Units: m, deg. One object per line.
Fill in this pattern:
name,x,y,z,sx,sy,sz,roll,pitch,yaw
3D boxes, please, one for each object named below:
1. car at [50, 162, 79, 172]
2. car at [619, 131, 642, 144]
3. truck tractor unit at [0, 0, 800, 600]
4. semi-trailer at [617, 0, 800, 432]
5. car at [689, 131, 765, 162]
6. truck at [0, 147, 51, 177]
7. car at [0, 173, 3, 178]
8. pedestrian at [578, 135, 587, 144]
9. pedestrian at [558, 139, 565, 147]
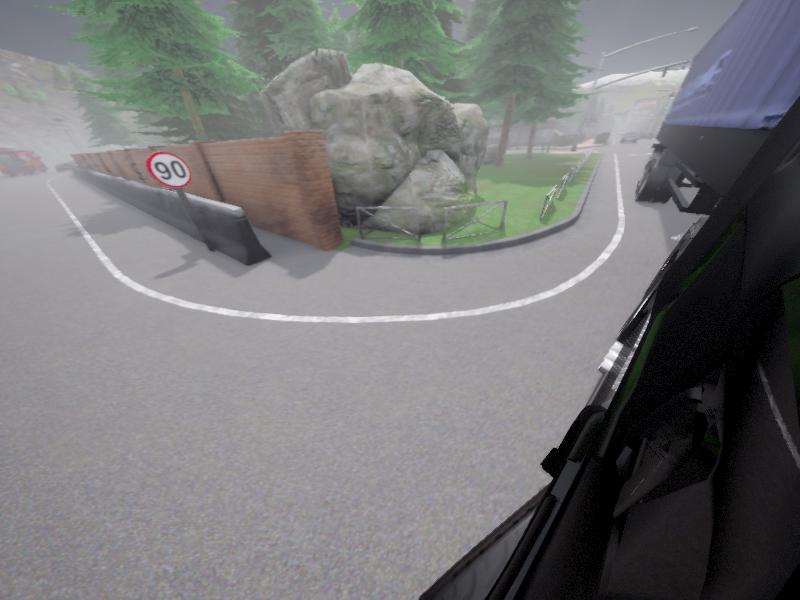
car,-63.676,-25.324,43.940,1.994,1.385,4.181,-26,41,-30
car,37.801,-26.695,37.960,2.033,1.649,4.856,21,41,31
truck tractor unit,2.645,-0.295,0.351,6.516,4.208,3.053,-28,44,-30
semi-trailer,7.885,-4.026,4.933,2.717,4.402,14.254,24,44,32
car,21.485,-10.250,15.418,1.789,1.549,3.705,21,41,31
truck,-63.750,-23.203,38.727,2.891,3.827,8.468,-27,42,-31
car,-63.558,-19.109,34.892,2.128,1.511,4.902,-27,42,-31
pedestrian,31.103,-27.323,39.334,0.751,1.300,0.751,22,42,31
pedestrian,26.305,-25.538,37.563,0.500,1.100,0.500,23,42,32
